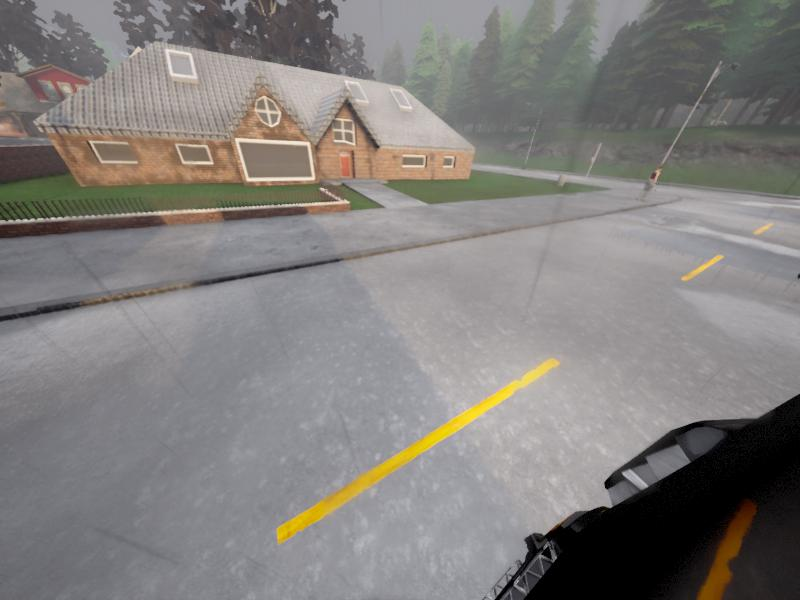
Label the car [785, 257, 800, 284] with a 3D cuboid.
[{"bbox_3d":[10.974,-1.075,5.074,3.633,1.501,1.845,-16,38,-26],"label":"car"}]

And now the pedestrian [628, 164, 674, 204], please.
[{"bbox_3d":[14.045,-6.517,12.996,0.751,1.860,0.751,5,34,2],"label":"pedestrian"}]
